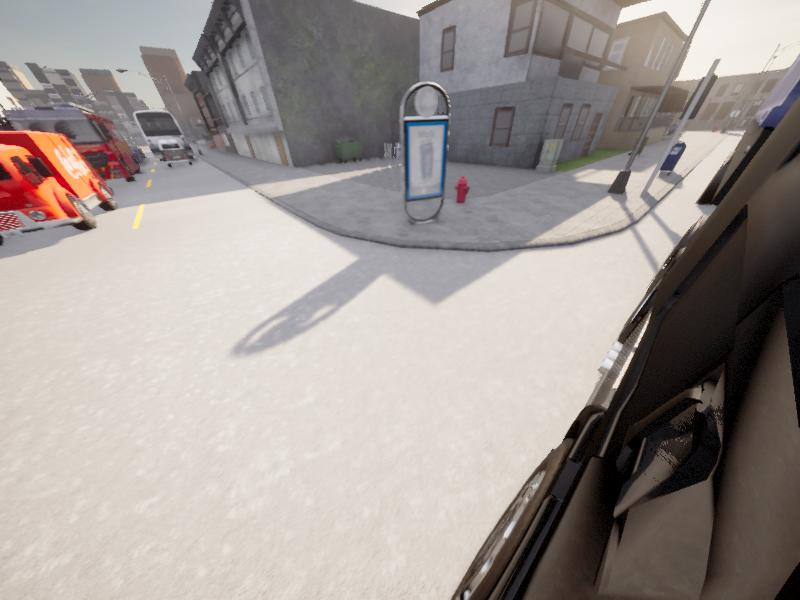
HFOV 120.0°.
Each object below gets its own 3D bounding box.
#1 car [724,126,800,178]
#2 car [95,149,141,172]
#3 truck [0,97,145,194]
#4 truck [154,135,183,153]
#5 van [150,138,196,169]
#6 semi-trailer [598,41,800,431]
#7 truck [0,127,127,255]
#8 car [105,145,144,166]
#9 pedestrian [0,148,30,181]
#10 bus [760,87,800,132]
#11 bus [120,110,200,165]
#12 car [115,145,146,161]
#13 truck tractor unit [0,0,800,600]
[{"bbox_3d":[16.939,-6.809,10.443,4.514,1.525,2.007,-28,44,-30],"label":"car"},{"bbox_3d":[-25.513,-12.801,21.049,1.994,1.385,4.181,-29,44,-31],"label":"car"},{"bbox_3d":[-19.381,-9.577,14.350,2.891,3.827,8.468,-27,43,-29],"label":"truck"},{"bbox_3d":[-42.204,-28.538,42.072,2.627,2.467,5.204,-29,44,-31],"label":"truck"},{"bbox_3d":[-20.566,-13.397,20.992,2.069,2.038,4.480,-28,44,-30],"label":"van"},{"bbox_3d":[8.701,-3.596,4.234,14.254,4.402,2.717,-28,44,-30],"label":"semi-trailer"},{"bbox_3d":[-11.118,-3.432,6.818,2.627,2.467,5.204,-27,43,-29],"label":"truck"},{"bbox_3d":[-29.716,-15.758,25.093,1.882,1.535,5.008,-28,44,-30],"label":"car"},{"bbox_3d":[-26.895,-9.186,15.690,0.751,1.860,0.751,-15,39,-15],"label":"pedestrian"},{"bbox_3d":[51.809,-22.201,26.629,3.944,4.253,10.273,-28,43,-30],"label":"bus"},{"bbox_3d":[-26.555,-18.256,25.974,3.944,4.253,10.273,-28,44,-30],"label":"bus"},{"bbox_3d":[-34.238,-18.845,29.507,1.837,1.490,4.892,-28,44,-30],"label":"car"},{"bbox_3d":[2.645,-0.295,0.352,6.516,4.208,3.053,-28,44,-30],"label":"truck tractor unit"}]
